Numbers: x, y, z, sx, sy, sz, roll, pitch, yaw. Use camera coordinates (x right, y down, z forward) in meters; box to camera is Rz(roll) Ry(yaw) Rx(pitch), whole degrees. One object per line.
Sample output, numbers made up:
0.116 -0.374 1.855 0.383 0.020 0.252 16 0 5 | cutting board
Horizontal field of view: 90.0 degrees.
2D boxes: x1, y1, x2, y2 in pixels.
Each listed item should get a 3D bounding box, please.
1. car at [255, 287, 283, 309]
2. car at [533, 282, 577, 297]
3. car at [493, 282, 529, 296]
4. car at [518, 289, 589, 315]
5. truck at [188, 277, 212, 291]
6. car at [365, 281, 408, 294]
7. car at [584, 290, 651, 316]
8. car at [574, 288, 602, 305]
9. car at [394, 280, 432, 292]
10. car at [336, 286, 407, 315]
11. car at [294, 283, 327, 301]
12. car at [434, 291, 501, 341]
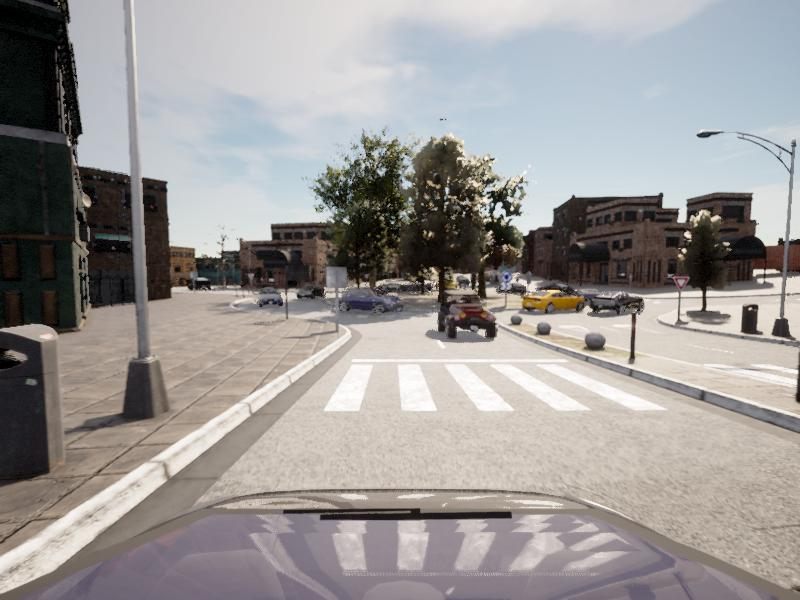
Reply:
-10.686 -0.226 32.558 1.816 1.474 4.193 -2 4 -22 | car
18.336 -1.269 47.620 1.882 1.535 5.008 -1 4 -22 | car
13.923 -1.456 50.486 1.837 1.490 4.892 -2 4 -19 | car
10.997 0.056 28.540 5.008 1.535 1.882 -2 5 -28 | car
-32.889 -2.633 65.720 2.390 2.098 6.274 -3 4 -36 | truck
-1.705 -1.641 51.763 5.238 1.638 1.930 -1 4 -20 | car
15.168 0.127 27.809 4.902 1.511 2.128 -3 5 -36 | car
17.133 -0.378 36.615 1.895 1.301 4.718 2 4 20 | car
1.792 -1.931 55.971 5.238 1.638 1.930 0 4 -2 | car
-1.980 -0.037 27.751 4.553 1.767 2.097 3 5 33 | car
-9.174 -0.898 41.239 1.851 1.617 3.988 1 4 11 | car
2.712 0.556 16.908 1.905 1.878 3.866 0 2 -4 | car
